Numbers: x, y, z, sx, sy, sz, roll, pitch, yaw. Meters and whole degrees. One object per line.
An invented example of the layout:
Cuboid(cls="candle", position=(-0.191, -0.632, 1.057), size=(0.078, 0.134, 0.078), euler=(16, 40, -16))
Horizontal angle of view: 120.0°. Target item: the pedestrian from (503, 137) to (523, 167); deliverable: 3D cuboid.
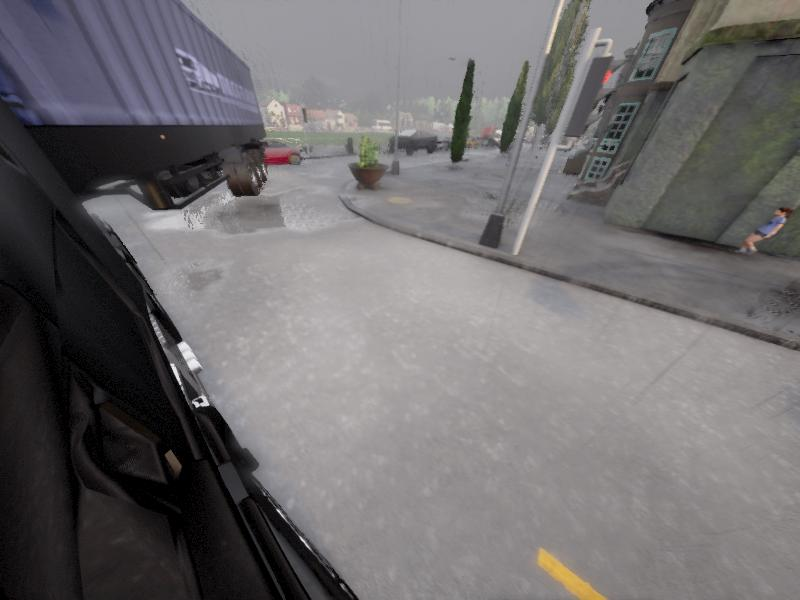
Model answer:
Cuboid(cls="pedestrian", position=(8.526, -11.210, 17.480), size=(0.751, 1.860, 0.751), euler=(23, 41, 25))

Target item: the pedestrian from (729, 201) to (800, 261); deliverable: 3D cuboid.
Cuboid(cls="pedestrian", position=(8.187, -1.513, 5.083), size=(0.500, 1.100, 0.500), euler=(24, 42, 26))

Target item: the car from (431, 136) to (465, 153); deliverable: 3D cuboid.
Cuboid(cls="car", position=(6.140, -19.860, 29.394), size=(2.128, 1.511, 4.902), euler=(24, 42, 26))

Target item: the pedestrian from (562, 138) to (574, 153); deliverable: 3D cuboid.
Cuboid(cls="pedestrian", position=(24.950, -22.943, 34.265), size=(0.751, 1.860, 0.751), euler=(22, 41, 23))

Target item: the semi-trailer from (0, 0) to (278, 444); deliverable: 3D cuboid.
Cuboid(cls="semi-trailer", position=(-5.904, -4.639, 5.784), size=(2.717, 4.402, 14.254), euler=(-9, 39, -15))

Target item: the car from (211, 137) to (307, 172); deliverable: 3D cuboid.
Cuboid(cls="car", position=(-8.027, -8.641, 13.565), size=(1.994, 1.385, 4.181), euler=(29, 44, 31))

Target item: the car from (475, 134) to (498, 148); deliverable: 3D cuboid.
Cuboid(cls="car", position=(14.706, -27.018, 39.232), size=(1.932, 1.855, 4.605), euler=(24, 42, 26))

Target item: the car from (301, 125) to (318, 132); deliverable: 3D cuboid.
Cuboid(cls="car", position=(-30.519, -58.159, 78.211), size=(2.033, 1.649, 4.856), euler=(24, 42, 26))

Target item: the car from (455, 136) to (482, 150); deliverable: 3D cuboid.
Cuboid(cls="car", position=(10.165, -23.183, 34.049), size=(1.801, 1.575, 5.366), euler=(24, 42, 26))

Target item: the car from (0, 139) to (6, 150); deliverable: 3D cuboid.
Cuboid(cls="car", position=(-28.802, -11.062, 15.335), size=(4.902, 1.511, 2.128), euler=(25, 42, 27))

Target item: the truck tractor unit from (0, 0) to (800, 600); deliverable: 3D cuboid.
Cuboid(cls="truck tractor unit", position=(-2.645, -0.295, 0.352), size=(6.516, 4.208, 3.053), euler=(28, 44, 30))

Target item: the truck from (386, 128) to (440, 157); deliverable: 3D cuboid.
Cuboid(cls="truck", position=(1.470, -16.260, 23.776), size=(2.390, 2.098, 6.274), euler=(24, 42, 26))

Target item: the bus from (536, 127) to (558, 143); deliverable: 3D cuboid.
Cuboid(cls="bus", position=(52.214, -58.537, 81.901), size=(3.944, 4.253, 10.273), euler=(24, 42, 26))
